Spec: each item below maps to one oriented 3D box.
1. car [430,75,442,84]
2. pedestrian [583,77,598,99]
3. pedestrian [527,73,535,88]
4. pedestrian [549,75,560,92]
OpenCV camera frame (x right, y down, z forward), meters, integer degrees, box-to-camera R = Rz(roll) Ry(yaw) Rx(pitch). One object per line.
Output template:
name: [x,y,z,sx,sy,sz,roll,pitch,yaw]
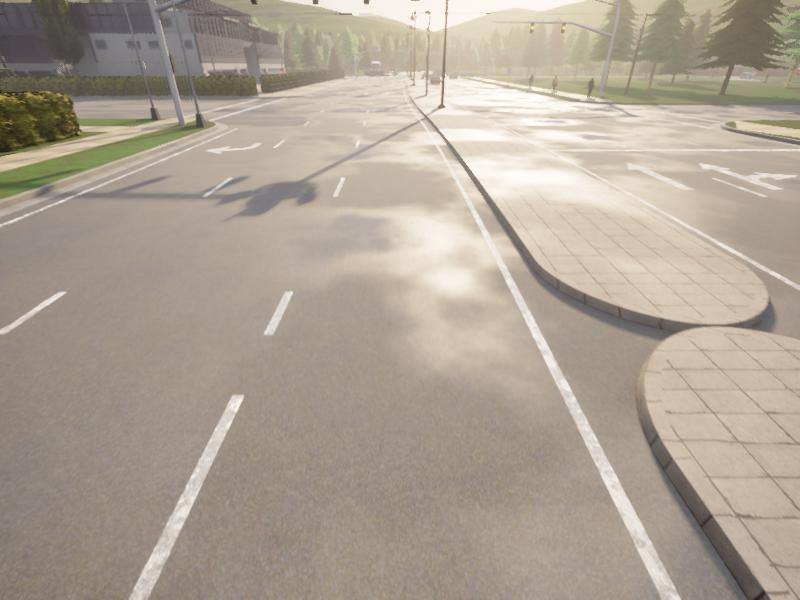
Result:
car: [6.854,-42.581,77.293,1.994,1.385,4.181,0,30,0]
pedestrian: [18.726,-20.823,39.326,0.751,1.860,0.751,1,30,2]
pedestrian: [19.213,-32.141,58.640,0.751,1.860,0.751,1,30,1]
pedestrian: [18.983,-26.511,49.032,0.751,1.860,0.751,1,30,1]
